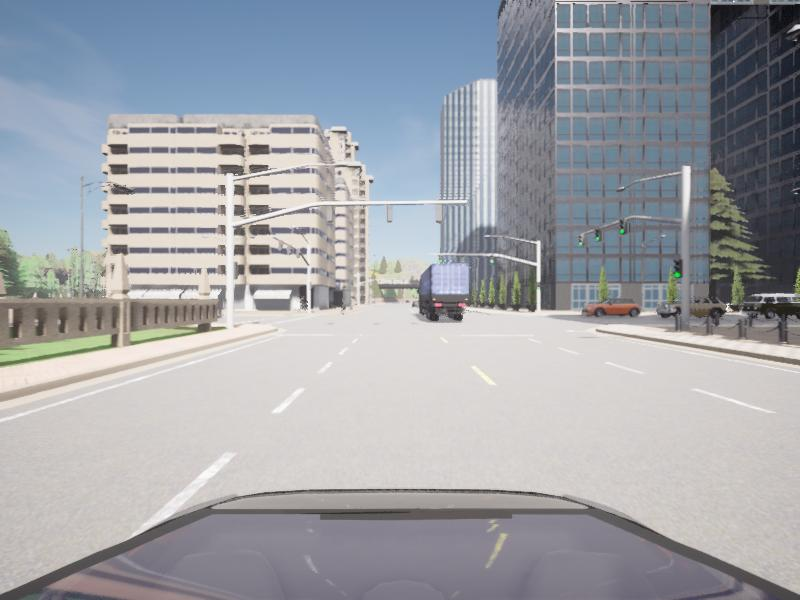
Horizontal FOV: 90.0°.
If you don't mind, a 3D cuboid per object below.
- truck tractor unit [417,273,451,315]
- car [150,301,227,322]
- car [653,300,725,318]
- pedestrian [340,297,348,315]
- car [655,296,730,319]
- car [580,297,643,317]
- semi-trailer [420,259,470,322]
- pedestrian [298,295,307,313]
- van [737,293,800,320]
[{"bbox_3d":[3.486,-0.549,42.796,3.053,4.208,6.516,0,0,0],"label":"truck tractor unit"},{"bbox_3d":[-15.340,0.810,29.104,4.674,1.442,1.812,0,0,2],"label":"car"},{"bbox_3d":[25.768,0.776,35.753,4.902,1.511,2.128,0,0,0],"label":"car"},{"bbox_3d":[-6.018,0.631,42.936,0.751,1.860,0.751,0,0,-2],"label":"pedestrian"},{"bbox_3d":[23.505,0.592,32.265,4.605,1.855,1.932,0,0,0],"label":"car"},{"bbox_3d":[18.817,0.634,35.807,4.553,1.767,2.097,0,0,1],"label":"car"},{"bbox_3d":[3.492,-0.660,34.866,2.717,4.402,14.254,0,0,0],"label":"semi-trailer"},{"bbox_3d":[-10.140,0.424,41.770,0.751,1.860,0.751,0,0,-1],"label":"pedestrian"},{"bbox_3d":[30.294,0.511,32.227,4.480,2.038,2.069,0,0,0],"label":"van"}]
